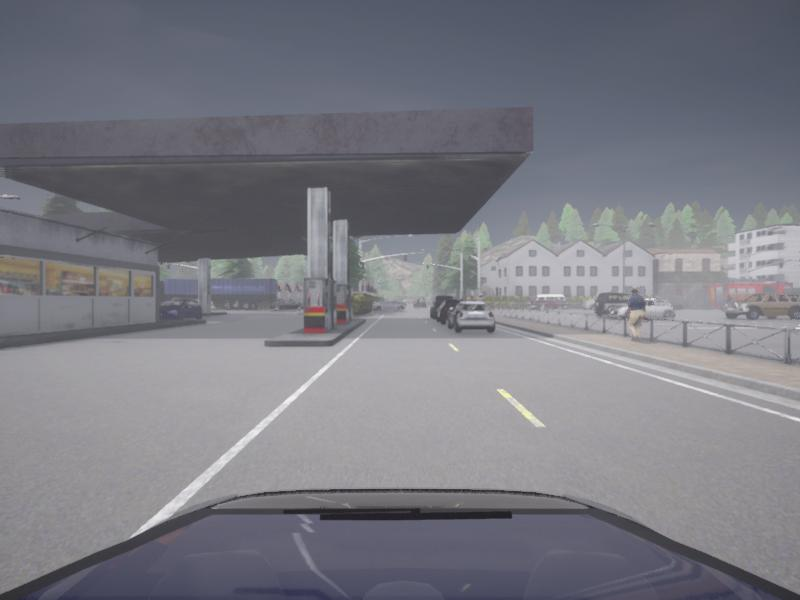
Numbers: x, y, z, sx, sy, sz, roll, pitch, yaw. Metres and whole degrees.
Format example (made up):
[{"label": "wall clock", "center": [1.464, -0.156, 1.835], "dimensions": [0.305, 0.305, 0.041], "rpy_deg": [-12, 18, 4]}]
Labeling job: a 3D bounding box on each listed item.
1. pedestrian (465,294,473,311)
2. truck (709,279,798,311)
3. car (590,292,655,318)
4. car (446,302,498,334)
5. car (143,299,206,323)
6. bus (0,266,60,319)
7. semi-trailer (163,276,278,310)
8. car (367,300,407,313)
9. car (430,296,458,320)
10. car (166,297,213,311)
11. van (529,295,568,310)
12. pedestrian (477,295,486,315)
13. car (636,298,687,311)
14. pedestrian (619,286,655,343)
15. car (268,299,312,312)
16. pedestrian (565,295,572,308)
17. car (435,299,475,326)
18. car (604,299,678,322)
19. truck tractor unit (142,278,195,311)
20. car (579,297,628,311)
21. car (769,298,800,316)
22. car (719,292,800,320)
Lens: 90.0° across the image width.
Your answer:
[{"label": "pedestrian", "center": [7.611, 0.294, 44.089], "dimensions": [0.751, 1.860, 0.751], "rpy_deg": [0, 0, 7]}, {"label": "truck", "center": [43.591, -0.581, 49.540], "dimensions": [8.468, 3.827, 2.891], "rpy_deg": [0, 0, 0]}, {"label": "car", "center": [16.832, 0.377, 30.392], "dimensions": [3.866, 1.878, 1.905], "rpy_deg": [0, 0, 0]}, {"label": "car", "center": [3.540, 0.824, 20.355], "dimensions": [1.970, 1.475, 3.806], "rpy_deg": [0, 0, 0]}, {"label": "car", "center": [-17.171, 0.781, 30.796], "dimensions": [2.242, 1.667, 4.611], "rpy_deg": [0, 0, 0]}, {"label": "bus", "center": [-34.016, -0.580, 32.546], "dimensions": [3.944, 4.253, 10.273], "rpy_deg": [0, 0, 0]}, {"label": "semi-trailer", "center": [-23.691, -0.880, 53.115], "dimensions": [14.254, 4.402, 2.717], "rpy_deg": [0, 0, 3]}, {"label": "car", "center": [-1.672, 0.766, 50.333], "dimensions": [4.674, 1.442, 1.812], "rpy_deg": [-1, 0, -17]}, {"label": "car", "center": [3.561, 0.600, 33.130], "dimensions": [1.905, 1.878, 3.866], "rpy_deg": [0, 0, 0]}, {"label": "car", "center": [-25.984, 0.496, 49.505], "dimensions": [4.611, 1.667, 2.242], "rpy_deg": [0, 0, 4]}, {"label": "van", "center": [19.642, 0.306, 53.071], "dimensions": [4.480, 2.038, 2.069], "rpy_deg": [0, 0, -5]}, {"label": "pedestrian", "center": [7.653, 0.432, 37.640], "dimensions": [0.751, 1.860, 0.751], "rpy_deg": [0, 0, 0]}, {"label": "car", "center": [32.307, 0.563, 49.542], "dimensions": [4.974, 1.542, 2.038], "rpy_deg": [0, 0, 0]}, {"label": "pedestrian", "center": [7.826, 0.465, 13.251], "dimensions": [0.751, 1.860, 0.751], "rpy_deg": [0, 0, 0]}, {"label": "car", "center": [-13.545, 0.647, 49.440], "dimensions": [4.902, 1.511, 2.128], "rpy_deg": [-1, 1, 0]}, {"label": "pedestrian", "center": [24.475, 0.213, 58.071], "dimensions": [0.751, 1.860, 0.751], "rpy_deg": [0, 0, 0]}, {"label": "car", "center": [3.550, 0.740, 26.678], "dimensions": [2.033, 1.649, 4.856], "rpy_deg": [0, 0, 0]}, {"label": "car", "center": [16.234, 0.666, 27.065], "dimensions": [3.806, 1.475, 1.970], "rpy_deg": [0, 0, 0]}, {"label": "truck tractor unit", "center": [-31.421, -0.722, 54.314], "dimensions": [6.516, 4.208, 3.053], "rpy_deg": [-1, 0, 26]}, {"label": "car", "center": [25.104, 0.520, 49.508], "dimensions": [5.027, 1.651, 2.152], "rpy_deg": [0, 0, 0]}, {"label": "car", "center": [34.695, 0.593, 34.122], "dimensions": [4.514, 1.523, 2.007], "rpy_deg": [0, 0, 0]}, {"label": "car", "center": [24.713, 0.402, 27.138], "dimensions": [4.605, 1.855, 1.932], "rpy_deg": [0, 0, 0]}]
